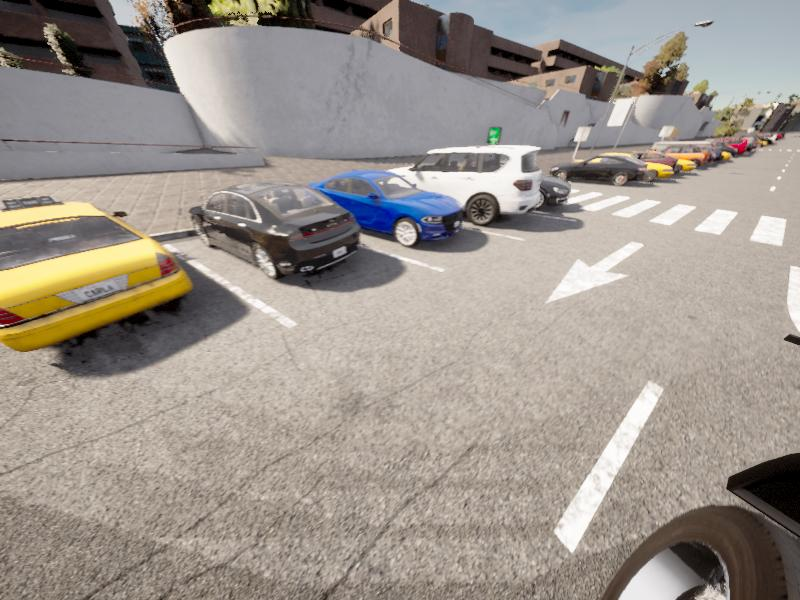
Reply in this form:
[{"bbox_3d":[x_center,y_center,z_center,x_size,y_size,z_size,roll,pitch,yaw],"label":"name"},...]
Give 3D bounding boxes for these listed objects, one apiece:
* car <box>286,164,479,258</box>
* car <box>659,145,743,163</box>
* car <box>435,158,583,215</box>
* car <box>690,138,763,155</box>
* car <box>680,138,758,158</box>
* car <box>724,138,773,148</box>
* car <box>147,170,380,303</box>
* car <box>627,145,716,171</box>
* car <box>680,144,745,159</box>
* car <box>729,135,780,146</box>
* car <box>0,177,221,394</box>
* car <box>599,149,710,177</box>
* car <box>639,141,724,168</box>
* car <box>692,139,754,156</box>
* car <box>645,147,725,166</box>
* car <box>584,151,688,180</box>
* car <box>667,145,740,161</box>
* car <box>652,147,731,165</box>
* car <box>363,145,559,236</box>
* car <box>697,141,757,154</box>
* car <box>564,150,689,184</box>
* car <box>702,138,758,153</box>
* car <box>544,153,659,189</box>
[{"bbox_3d":[-0.674,-2.872,6.687,5.008,1.535,2.097,21,40,29],"label":"car"},{"bbox_3d":[33.696,-16.592,26.192,5.366,1.575,1.946,21,40,29],"label":"car"},{"bbox_3d":[4.211,-4.849,9.484,4.892,1.521,2.231,21,40,28],"label":"car"},{"bbox_3d":[48.231,-22.890,34.429,5.566,2.045,2.435,21,40,29],"label":"car"},{"bbox_3d":[43.290,-20.878,31.691,5.566,2.045,2.435,21,41,29],"label":"car"},{"bbox_3d":[75.041,-33.938,49.896,5.366,1.575,1.946,21,41,29],"label":"car"},{"bbox_3d":[-3.112,-1.873,5.284,4.892,1.521,2.231,21,40,29],"label":"car"},{"bbox_3d":[23.782,-12.778,20.604,4.553,1.767,2.185,21,40,28],"label":"car"},{"bbox_3d":[40.878,-19.621,30.460,4.674,1.452,2.002,21,41,29],"label":"car"},{"bbox_3d":[80.140,-36.130,52.429,5.566,2.045,2.435,21,40,29],"label":"car"},{"bbox_3d":[-5.712,-0.946,3.979,5.366,1.575,1.946,21,40,29],"label":"car"},{"bbox_3d":[19.025,-10.671,17.795,5.366,1.575,1.946,21,40,28],"label":"car"},{"bbox_3d":[26.307,-13.822,21.915,4.442,1.987,1.878,21,40,28],"label":"car"},{"bbox_3d":[45.860,-21.828,33.022,4.442,1.987,1.878,21,40,29],"label":"car"},{"bbox_3d":[28.652,-14.622,23.508,4.674,1.452,2.002,21,40,29],"label":"car"},{"bbox_3d":[16.402,-9.734,16.508,4.792,1.488,2.163,21,40,28],"label":"car"},{"bbox_3d":[36.012,-17.611,27.672,4.792,1.488,2.163,21,40,29],"label":"car"},{"bbox_3d":[31.069,-15.630,24.915,4.792,1.488,2.163,21,40,29],"label":"car"},{"bbox_3d":[1.741,-4.072,7.945,5.566,2.045,2.435,21,40,29],"label":"car"},{"bbox_3d":[50.656,-23.699,35.958,4.892,1.521,2.231,21,41,29],"label":"car"},{"bbox_3d":[14.137,-8.718,14.986,5.366,1.575,1.946,21,40,28],"label":"car"},{"bbox_3d":[52.994,-24.936,37.266,4.442,1.987,1.878,21,41,29],"label":"car"},{"bbox_3d":[11.543,-7.758,13.692,4.674,1.452,2.002,21,40,29],"label":"car"}]
